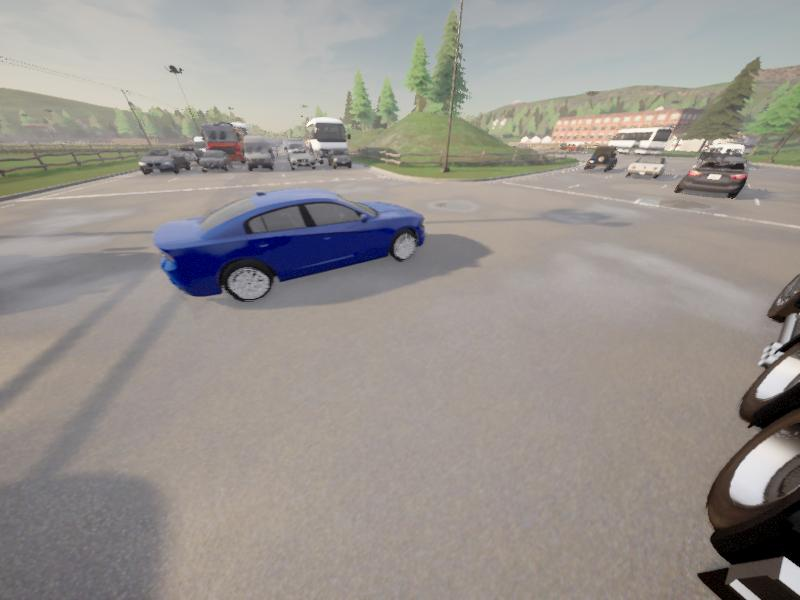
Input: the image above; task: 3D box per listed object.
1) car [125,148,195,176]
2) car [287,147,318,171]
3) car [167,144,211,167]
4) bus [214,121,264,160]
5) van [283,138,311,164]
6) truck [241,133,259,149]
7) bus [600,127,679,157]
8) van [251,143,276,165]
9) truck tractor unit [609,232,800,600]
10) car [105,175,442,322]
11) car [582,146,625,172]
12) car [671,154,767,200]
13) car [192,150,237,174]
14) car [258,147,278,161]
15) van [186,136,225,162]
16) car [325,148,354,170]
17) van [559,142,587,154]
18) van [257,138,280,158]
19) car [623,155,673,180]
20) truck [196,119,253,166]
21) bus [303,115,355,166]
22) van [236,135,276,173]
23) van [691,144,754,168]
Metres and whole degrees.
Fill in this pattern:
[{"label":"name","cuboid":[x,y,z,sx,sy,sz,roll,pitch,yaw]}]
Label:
[{"label":"car","cuboid":[-19.141,-11.317,18.782,2.242,1.667,4.611,-13,37,-19]},{"label":"car","cuboid":[-9.520,-13.663,22.280,2.152,1.651,5.027,-13,37,-19]},{"label":"car","cuboid":[-21.992,-15.310,24.349,1.932,1.855,4.605,-13,37,-19]},{"label":"bus","cuboid":[-23.967,-24.367,35.336,3.944,4.253,10.273,-13,37,-19]},{"label":"van","cuboid":[-12.680,-18.324,28.286,2.351,2.431,6.366,-13,37,-19]},{"label":"truck","cuboid":[-46.121,-49.199,71.430,2.891,3.827,8.468,-13,37,-19]},{"label":"bus","cuboid":[45.386,-30.484,44.646,3.944,4.253,10.273,2,35,-1]},{"label":"van","cuboid":[-15.569,-16.920,26.625,1.775,1.987,4.442,-13,37,-19]},{"label":"truck tractor unit","cuboid":[5.050,-0.356,0.865,6.516,4.208,3.053,-20,39,-27]},{"label":"car","cuboid":[-1.752,-1.497,4.831,5.008,1.535,1.882,-19,39,-26]},{"label":"car","cuboid":[19.194,-13.343,21.779,1.905,1.878,3.866,29,44,35]},{"label":"car","cuboid":[17.149,-6.819,12.535,4.611,1.667,2.242,-26,42,-32]},{"label":"car","cuboid":[-16.126,-12.294,20.370,1.837,1.490,4.892,-13,37,-19]},{"label":"car","cuboid":[-18.057,-20.113,31.698,1.812,1.442,4.674,-13,37,-19]},{"label":"van","cuboid":[-24.946,-19.626,29.987,1.988,2.561,5.915,-13,37,-19]},{"label":"car","cuboid":[-5.980,-13.980,22.777,1.851,1.617,3.988,-13,37,-19]},{"label":"van","cuboid":[37.849,-33.417,50.781,2.069,2.038,4.480,-4,35,-8]},{"label":"van","cuboid":[-21.077,-24.651,37.370,2.351,2.431,6.366,-13,37,-19]},{"label":"car","cuboid":[19.644,-10.540,18.255,4.718,1.301,1.895,-28,43,-34]},{"label":"truck","cuboid":[-19.594,-18.007,26.553,2.891,3.827,8.468,-13,37,-19]},{"label":"bus","cuboid":[-8.759,-19.069,27.787,3.944,4.253,10.273,-13,37,-19]},{"label":"van","cuboid":[-12.905,-13.493,21.207,1.988,2.561,5.915,-13,37,-18]},{"label":"van","cuboid":[36.061,-16.335,26.090,2.069,2.038,4.480,18,39,21]}]
